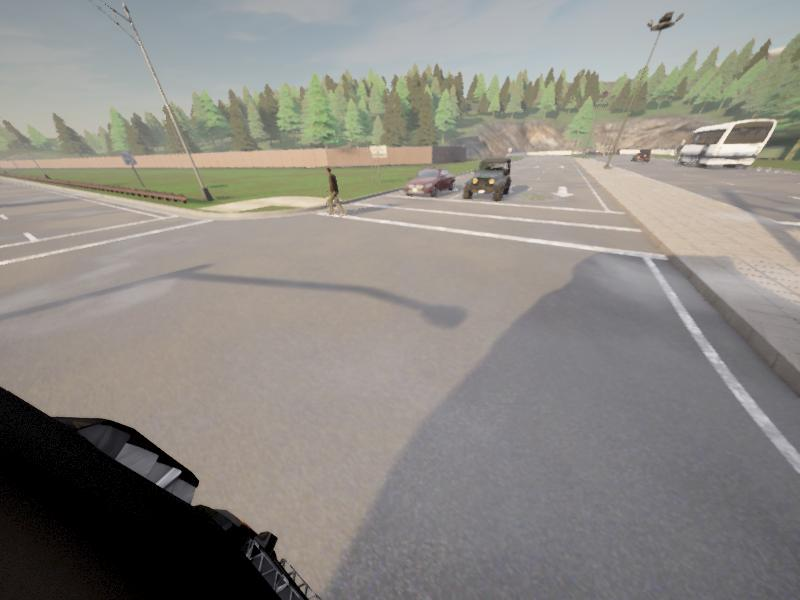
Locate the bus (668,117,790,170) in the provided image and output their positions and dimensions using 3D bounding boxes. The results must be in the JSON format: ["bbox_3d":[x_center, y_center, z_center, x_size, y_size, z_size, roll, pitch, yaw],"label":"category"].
[{"bbox_3d":[37.075,-18.074,27.118,3.944,4.253,10.273,17,37,26],"label":"bus"}]

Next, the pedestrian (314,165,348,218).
[{"bbox_3d":[-2.741,-4.354,9.332,0.751,1.860,0.751,5,33,9],"label":"pedestrian"}]

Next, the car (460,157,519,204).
[{"bbox_3d":[4.946,-6.647,12.638,1.905,1.878,3.866,17,37,26],"label":"car"}]

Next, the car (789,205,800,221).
[{"bbox_3d":[13.519,-2.234,5.836,1.994,1.385,4.181,17,37,26],"label":"car"}]

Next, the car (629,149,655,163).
[{"bbox_3d":[41.621,-24.844,39.785,1.905,1.878,3.866,17,37,26],"label":"car"}]

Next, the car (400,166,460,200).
[{"bbox_3d":[2.000,-7.422,14.397,1.812,1.442,4.674,17,37,26],"label":"car"}]
